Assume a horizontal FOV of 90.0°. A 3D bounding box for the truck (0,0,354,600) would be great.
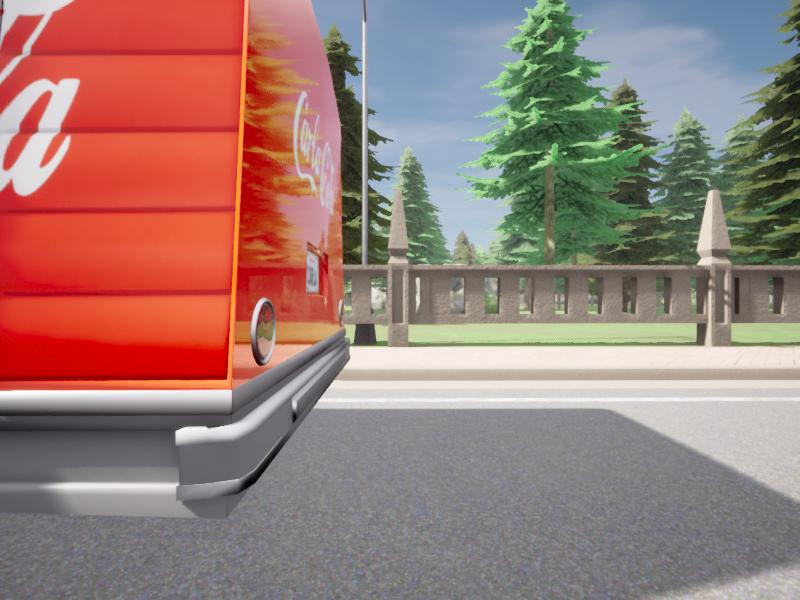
[{"bbox_3d":[-2.993,-0.247,2.167,5.204,2.467,2.627,0,0,-1],"label":"truck"}]
